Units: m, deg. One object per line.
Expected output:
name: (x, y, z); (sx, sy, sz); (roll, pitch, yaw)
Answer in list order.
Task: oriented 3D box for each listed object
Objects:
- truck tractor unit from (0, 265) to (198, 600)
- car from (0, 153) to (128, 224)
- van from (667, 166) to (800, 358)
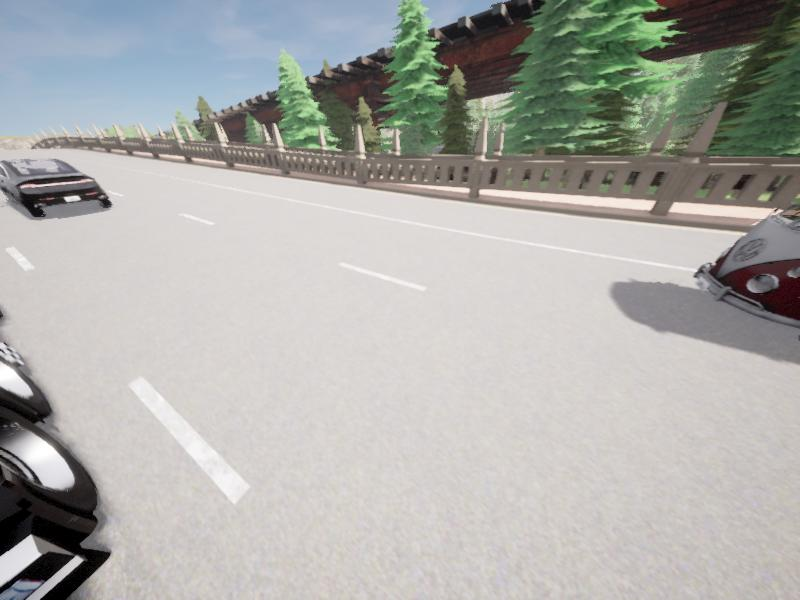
truck tractor unit: (-5.098, -0.321, 0.742); (6.516, 4.208, 3.053); (19, 40, 23)
car: (-12.591, -4.157, 8.235); (4.902, 1.511, 2.128); (19, 39, 23)
van: (6.751, -0.141, 2.439); (4.442, 1.987, 1.775); (17, 38, 25)
